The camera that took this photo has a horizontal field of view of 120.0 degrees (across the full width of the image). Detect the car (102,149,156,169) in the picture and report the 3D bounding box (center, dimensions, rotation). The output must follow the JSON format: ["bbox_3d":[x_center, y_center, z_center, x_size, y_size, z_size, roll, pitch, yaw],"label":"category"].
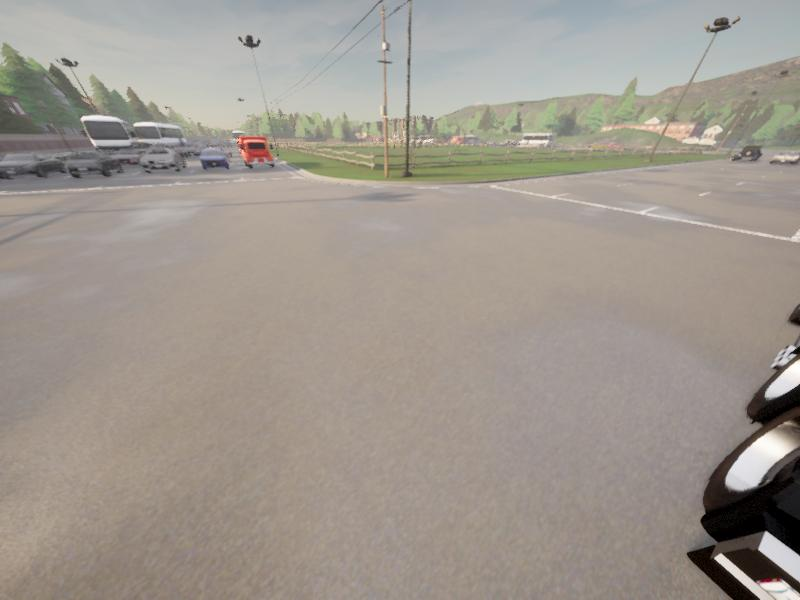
[{"bbox_3d":[-25.456,-13.445,21.912,1.994,1.385,4.181,-18,39,-24],"label":"car"}]

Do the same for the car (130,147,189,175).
[{"bbox_3d":[-19.509,-11.591,19.080,2.152,1.651,5.027,-18,39,-25],"label":"car"}]

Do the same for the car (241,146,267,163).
[{"bbox_3d":[-17.401,-17.388,27.522,2.007,1.525,4.514,-18,39,-25],"label":"car"}]

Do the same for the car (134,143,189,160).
[{"bbox_3d":[-30.427,-19.143,29.744,2.242,1.667,4.611,1,34,-2],"label":"car"}]

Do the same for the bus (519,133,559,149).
[{"bbox_3d":[46.463,-53.511,77.701,3.944,4.253,10.273,-18,39,-25],"label":"bus"}]

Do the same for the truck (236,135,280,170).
[{"bbox_3d":[-13.404,-13.862,21.684,2.627,2.467,5.204,-18,38,-25],"label":"truck"}]

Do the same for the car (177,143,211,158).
[{"bbox_3d":[-29.599,-21.621,33.378,2.242,1.667,4.611,-13,37,-18],"label":"car"}]

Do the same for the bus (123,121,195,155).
[{"bbox_3d":[-40.482,-27.688,39.711,3.944,4.253,10.273,-11,36,-15],"label":"bus"}]

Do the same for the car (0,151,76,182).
[{"bbox_3d":[-25.284,-9.267,15.837,1.812,1.442,4.674,-18,39,-25],"label":"car"}]

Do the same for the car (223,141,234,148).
[{"bbox_3d":[-52.268,-47.500,70.522,2.128,1.511,4.902,-18,39,-25],"label":"car"}]

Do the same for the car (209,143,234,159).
[{"bbox_3d":[-25.519,-21.430,33.135,2.242,1.667,4.611,-18,39,-25],"label":"car"}]

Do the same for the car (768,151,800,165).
[{"bbox_3d":[49.714,-18.226,29.569,4.718,1.301,1.895,-18,39,-24],"label":"car"}]

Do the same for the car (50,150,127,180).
[{"bbox_3d":[-21.498,-9.557,16.199,1.789,1.549,3.705,-18,39,-25],"label":"car"}]

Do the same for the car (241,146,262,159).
[{"bbox_3d":[-20.919,-20.758,32.475,1.994,1.385,4.181,-18,39,-25],"label":"car"}]

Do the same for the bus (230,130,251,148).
[{"bbox_3d":[-50.618,-51.104,73.320,3.944,4.253,10.273,-18,39,-25],"label":"bus"}]

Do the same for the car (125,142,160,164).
[{"bbox_3d":[-28.777,-16.563,25.906,1.905,1.878,3.866,-27,43,-34],"label":"car"}]

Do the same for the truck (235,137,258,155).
[{"bbox_3d":[-27.822,-27.962,41.793,2.627,2.467,5.204,-18,40,-25],"label":"truck"}]

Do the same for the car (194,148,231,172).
[{"bbox_3d":[-16.660,-12.719,20.804,1.882,1.535,5.008,-18,39,-25],"label":"car"}]

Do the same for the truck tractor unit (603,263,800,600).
[{"bbox_3d":[5.108,-0.302,0.793,6.516,4.208,3.053,-18,39,-24],"label":"truck tractor unit"}]

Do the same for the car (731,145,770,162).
[{"bbox_3d":[49.503,-20.708,32.615,3.866,1.878,1.905,-18,39,-24],"label":"car"}]

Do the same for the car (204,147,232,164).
[{"bbox_3d":[-20.564,-16.508,26.269,1.970,1.475,3.806,-18,39,-25],"label":"car"}]

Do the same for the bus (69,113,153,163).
[{"bbox_3d":[-34.412,-19.694,28.285,3.944,4.253,10.273,-25,42,-31],"label":"bus"}]

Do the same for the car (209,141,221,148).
[{"bbox_3d":[-55.399,-46.557,69.126,2.038,1.542,4.974,-17,38,-23],"label":"car"}]
